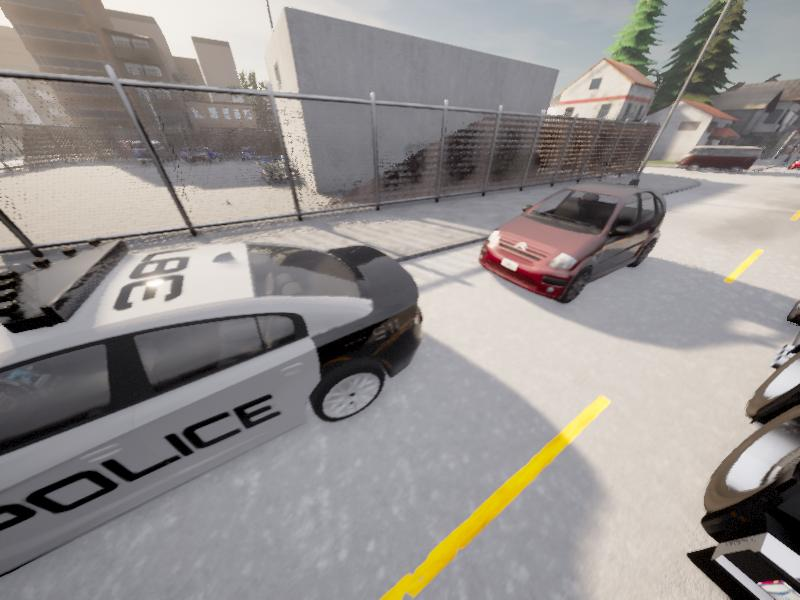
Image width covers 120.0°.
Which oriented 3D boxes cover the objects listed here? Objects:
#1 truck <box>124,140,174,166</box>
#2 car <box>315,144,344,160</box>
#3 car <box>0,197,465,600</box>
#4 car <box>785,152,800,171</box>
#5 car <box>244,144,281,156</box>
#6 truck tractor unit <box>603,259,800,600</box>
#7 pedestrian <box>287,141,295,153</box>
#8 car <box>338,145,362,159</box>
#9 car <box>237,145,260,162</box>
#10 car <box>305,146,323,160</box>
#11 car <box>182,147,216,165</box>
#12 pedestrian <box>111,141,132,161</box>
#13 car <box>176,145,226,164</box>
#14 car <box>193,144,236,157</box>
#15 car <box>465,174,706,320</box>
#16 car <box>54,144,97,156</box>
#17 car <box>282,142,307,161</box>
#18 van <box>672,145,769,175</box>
[{"bbox_3d":[-25.452,-15.165,23.693,2.069,2.038,4.478,-18,39,-25],"label":"truck"},{"bbox_3d":[-9.437,-19.722,30.721,2.242,1.667,4.611,-18,39,-25],"label":"car"},{"bbox_3d":[-2.230,0.485,1.856,5.238,1.638,1.930,-19,39,-25],"label":"car"},{"bbox_3d":[40.484,-13.610,22.626,4.514,1.525,2.007,-19,39,-25],"label":"car"},{"bbox_3d":[-22.983,-25.203,38.751,4.892,1.490,1.837,-19,39,-25],"label":"car"},{"bbox_3d":[5.104,-0.307,0.795,6.516,4.208,3.053,-19,39,-24],"label":"truck tractor unit"},{"bbox_3d":[-20.131,-28.320,42.717,0.751,1.860,0.751,4,35,5],"label":"pedestrian"},{"bbox_3d":[-7.082,-20.938,32.612,1.816,1.474,4.193,-18,39,-25],"label":"car"},{"bbox_3d":[-18.140,-17.556,27.639,1.845,1.501,3.633,-18,39,-25],"label":"car"},{"bbox_3d":[-10.961,-18.725,29.455,1.481,1.379,2.207,-18,39,-25],"label":"car"},{"bbox_3d":[-21.960,-15.962,25.418,2.033,1.415,5.357,-18,39,-25],"label":"car"},{"bbox_3d":[-31.473,-16.881,26.157,0.751,1.860,0.751,-25,42,-32],"label":"pedestrian"},{"bbox_3d":[-21.683,-16.007,25.360,3.705,1.547,1.789,-18,39,-25],"label":"car"},{"bbox_3d":[-28.763,-23.325,35.982,4.902,1.511,2.128,-19,39,-26],"label":"car"},{"bbox_3d":[3.574,-1.380,4.623,3.988,1.617,1.851,-19,39,-25],"label":"car"},{"bbox_3d":[-50.380,-23.423,36.026,2.033,1.411,5.357,-18,39,-25],"label":"car"},{"bbox_3d":[-13.261,-18.704,29.037,1.905,1.878,3.866,-18,39,-25],"label":"car"},{"bbox_3d":[28.183,-12.596,20.654,4.442,1.987,1.775,22,42,28],"label":"van"}]
